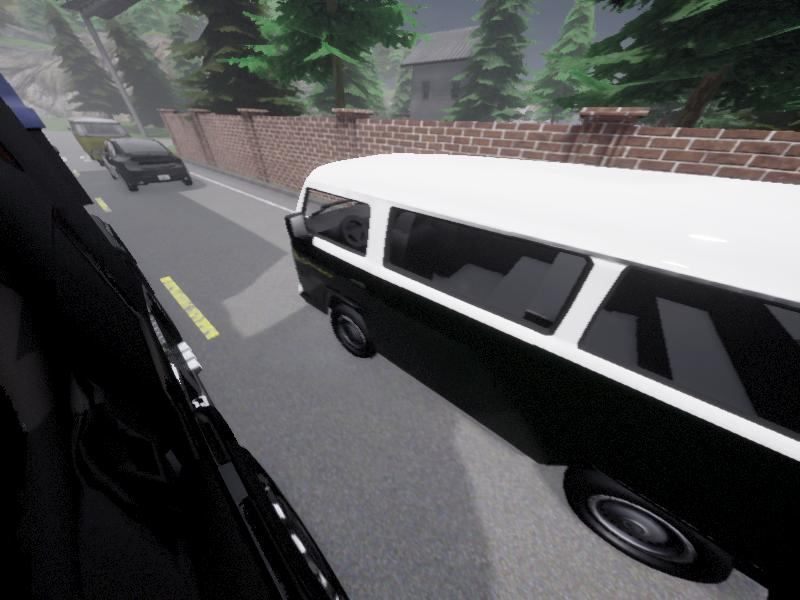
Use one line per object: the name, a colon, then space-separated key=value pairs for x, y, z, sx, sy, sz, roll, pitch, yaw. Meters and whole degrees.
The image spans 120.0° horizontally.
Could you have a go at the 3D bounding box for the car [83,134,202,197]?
car: x=-9.981 y=-5.359 z=8.930 sx=4.892 sy=1.490 sz=1.837 roll=27 pitch=43 yaw=29

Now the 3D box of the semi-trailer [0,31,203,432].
semi-trailer: x=-8.797 y=-3.537 z=4.128 sx=14.254 sy=4.402 sz=2.717 roll=27 pitch=43 yaw=29

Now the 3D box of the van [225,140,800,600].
van: x=0.912 y=-0.077 z=2.105 sx=4.480 sy=2.038 sz=2.069 roll=27 pitch=43 yaw=29

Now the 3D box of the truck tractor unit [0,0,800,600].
truck tractor unit: x=-2.645 y=-0.295 z=0.352 sx=6.516 sy=4.208 sz=3.053 roll=28 pitch=44 yaw=30

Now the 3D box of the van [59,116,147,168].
van: x=-16.021 y=-8.613 z=12.488 sx=4.442 sy=1.987 sz=1.775 roll=27 pitch=43 yaw=29
